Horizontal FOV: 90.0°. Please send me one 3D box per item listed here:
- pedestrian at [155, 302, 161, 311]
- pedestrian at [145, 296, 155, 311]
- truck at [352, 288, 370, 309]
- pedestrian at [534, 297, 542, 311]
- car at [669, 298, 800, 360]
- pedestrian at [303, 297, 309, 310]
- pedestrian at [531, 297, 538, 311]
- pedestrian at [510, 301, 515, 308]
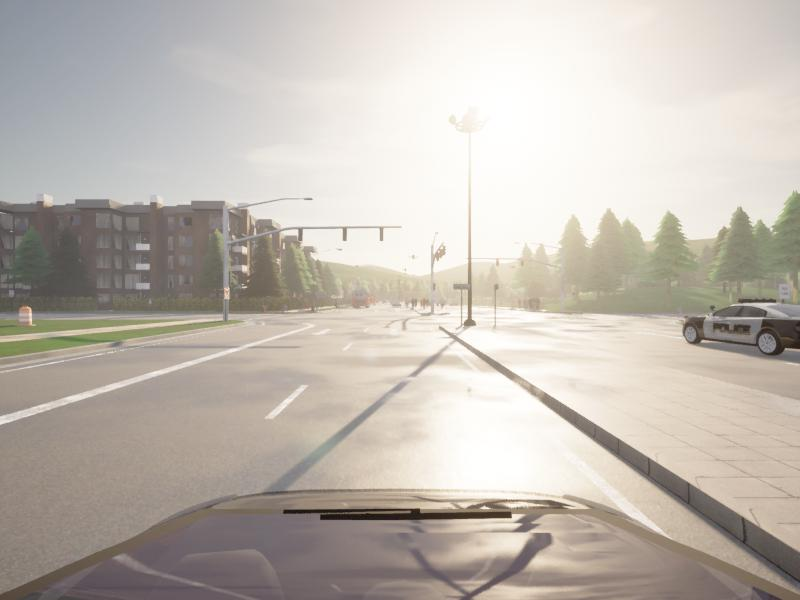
[{"bbox_3d":[-30.663,0.865,50.716,0.500,1.100,0.500,0,0,1],"label":"pedestrian"},{"bbox_3d":[-31.318,0.485,50.145,0.751,1.860,0.751,0,0,12],"label":"pedestrian"},{"bbox_3d":[-7.565,-0.325,78.650,2.891,3.827,8.468,0,0,-1],"label":"truck"},{"bbox_3d":[18.624,0.473,53.936,0.751,1.860,0.751,0,0,-37],"label":"pedestrian"},{"bbox_3d":[11.476,0.771,13.033,1.930,1.638,5.238,0,0,0],"label":"car"},{"bbox_3d":[-13.852,0.485,58.780,0.751,1.860,0.751,0,0,0],"label":"pedestrian"},{"bbox_3d":[17.908,0.473,53.346,0.751,1.860,0.751,0,0,34],"label":"pedestrian"},{"bbox_3d":[19.521,0.753,69.250,0.751,1.300,0.751,0,0,2],"label":"pedestrian"}]
